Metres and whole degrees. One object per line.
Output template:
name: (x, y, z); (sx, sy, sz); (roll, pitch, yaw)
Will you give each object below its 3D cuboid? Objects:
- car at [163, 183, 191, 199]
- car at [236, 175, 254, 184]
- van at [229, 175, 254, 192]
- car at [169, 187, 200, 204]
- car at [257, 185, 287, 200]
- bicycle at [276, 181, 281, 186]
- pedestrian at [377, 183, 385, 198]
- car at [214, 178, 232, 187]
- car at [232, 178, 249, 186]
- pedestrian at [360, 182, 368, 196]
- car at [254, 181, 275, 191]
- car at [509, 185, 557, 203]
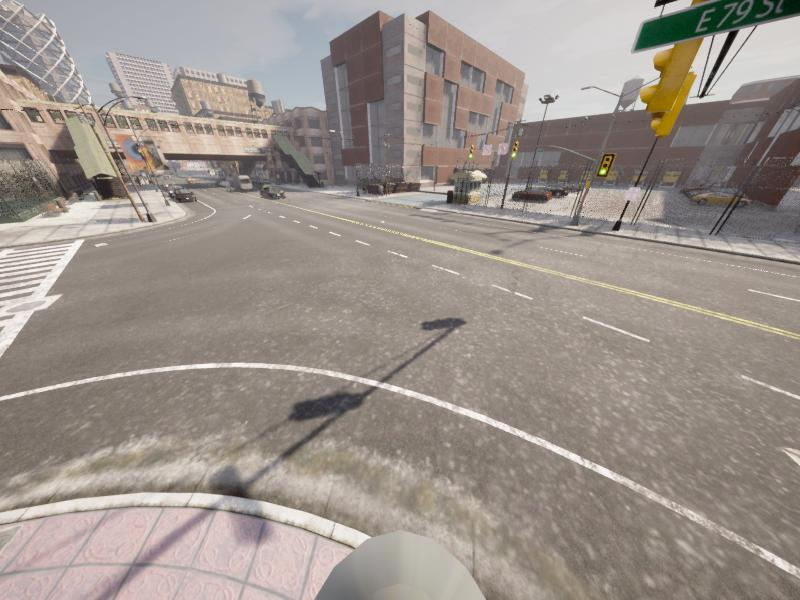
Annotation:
car: (-33.366, -16.355, 34.546); (2.185, 1.767, 4.553); (-27, 39, -38)
car: (-42.132, -32.797, 62.773); (2.435, 2.045, 5.566); (-27, 39, -38)
van: (-30.070, -22.177, 43.836); (1.988, 2.561, 5.915); (-26, 39, -37)
car: (-28.751, -14.010, 30.735); (2.097, 1.535, 5.008); (-27, 39, -38)
car: (-19.160, -16.113, 34.575); (2.152, 1.651, 5.027); (-26, 39, -37)
bicycle: (-27.647, -26.484, 52.524); (1.643, 1.024, 0.373); (27, 29, 38)
pedestrian: (-2.656, -15.351, 32.380); (0.751, 1.860, 0.751); (-25, 38, -37)
car: (-41.730, -27.679, 54.411); (2.242, 1.667, 4.611); (-26, 39, -37)
car: (-38.778, -28.719, 56.101); (2.033, 1.649, 4.856); (-26, 39, -37)
pedestrian: (-5.417, -16.902, 35.067); (0.751, 1.860, 0.751); (-22, 37, -33)
car: (-26.700, -22.470, 45.471); (2.007, 1.525, 4.514); (-26, 39, -37)
car: (17.025, -13.733, 29.804); (2.185, 1.767, 4.553); (-27, 39, -38)
